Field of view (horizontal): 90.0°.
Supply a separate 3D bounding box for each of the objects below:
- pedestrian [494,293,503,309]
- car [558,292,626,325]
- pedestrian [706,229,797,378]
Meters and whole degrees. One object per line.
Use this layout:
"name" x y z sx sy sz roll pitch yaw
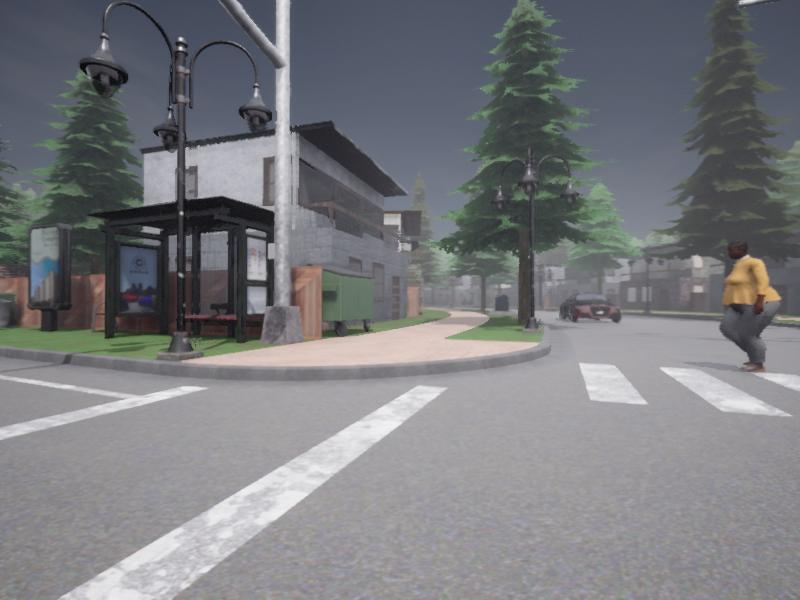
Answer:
"pedestrian" 11.667 0.158 47.273 0.751 1.860 0.751 0 0 -21
"car" 9.004 0.355 19.174 1.994 1.385 4.181 0 0 11
"pedestrian" 4.773 0.045 5.492 0.751 1.860 0.751 0 0 24
